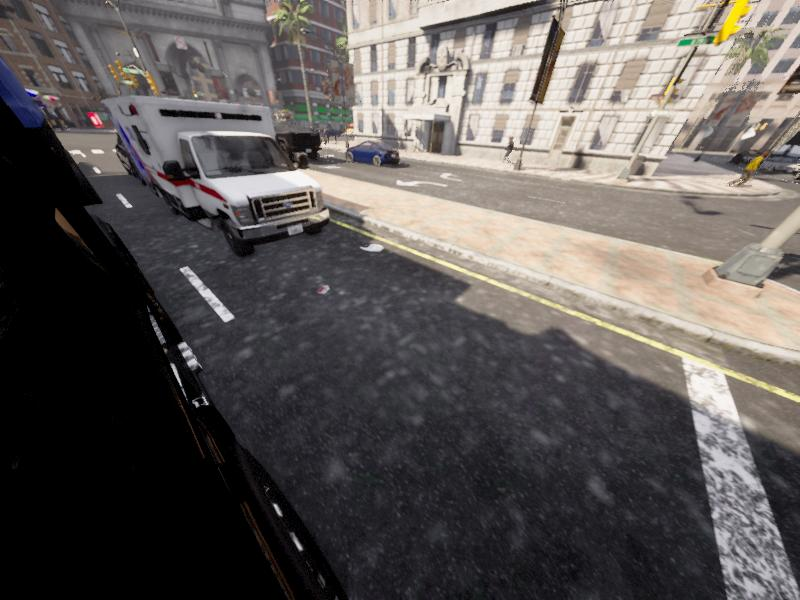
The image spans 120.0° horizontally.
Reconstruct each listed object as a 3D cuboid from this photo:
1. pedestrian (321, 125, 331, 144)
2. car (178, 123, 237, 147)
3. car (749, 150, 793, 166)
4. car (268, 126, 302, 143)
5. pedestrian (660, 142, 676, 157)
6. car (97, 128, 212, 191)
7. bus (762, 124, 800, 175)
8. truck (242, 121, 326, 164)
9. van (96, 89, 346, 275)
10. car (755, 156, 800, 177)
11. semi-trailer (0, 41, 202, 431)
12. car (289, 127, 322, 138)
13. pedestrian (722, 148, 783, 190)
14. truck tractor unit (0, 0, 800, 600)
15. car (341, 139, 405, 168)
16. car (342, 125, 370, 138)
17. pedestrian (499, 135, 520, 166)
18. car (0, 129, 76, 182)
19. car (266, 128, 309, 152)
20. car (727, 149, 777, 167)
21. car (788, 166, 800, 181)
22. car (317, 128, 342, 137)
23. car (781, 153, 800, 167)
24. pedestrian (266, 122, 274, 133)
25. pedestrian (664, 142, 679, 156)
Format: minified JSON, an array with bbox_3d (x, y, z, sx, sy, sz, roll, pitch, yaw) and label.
[{"bbox_3d":[-9.058,-20.239,28.258,0.751,1.860,0.751,4,37,2],"label":"pedestrian"},{"bbox_3d":[-19.135,-16.444,23.019,5.027,1.651,2.152,20,40,22],"label":"car"},{"bbox_3d":[52.988,-20.425,33.148,2.007,1.525,4.514,28,44,30],"label":"car"},{"bbox_3d":[-15.472,-22.619,31.507,2.033,1.649,4.856,3,37,2],"label":"car"},{"bbox_3d":[40.478,-22.835,34.974,0.751,1.860,0.751,29,44,30],"label":"pedestrian"},{"bbox_3d":[-10.332,-6.040,9.689,4.856,1.649,2.033,28,44,30],"label":"car"},{"bbox_3d":[44.806,-15.853,24.221,3.944,4.253,10.273,28,44,30],"label":"bus"},{"bbox_3d":[-8.420,-11.464,16.670,6.274,2.098,2.390,28,44,30],"label":"truck"},{"bbox_3d":[-4.441,-3.225,5.648,6.366,2.431,2.351,28,44,30],"label":"van"},{"bbox_3d":[37.617,-13.164,22.631,1.895,1.301,4.718,28,44,30],"label":"car"},{"bbox_3d":[-8.703,-3.606,4.217,14.254,4.402,2.717,28,44,30],"label":"semi-trailer"},{"bbox_3d":[-16.761,-30.003,41.386,2.128,1.511,4.902,28,44,30],"label":"car"},{"bbox_3d":[19.212,-7.187,12.671,0.751,1.860,0.751,16,39,18],"label":"pedestrian"},{"bbox_3d":[-2.645,-0.295,0.351,6.516,4.208,3.053,28,44,30],"label":"truck tractor unit"},{"bbox_3d":[-1.957,-10.451,16.349,4.181,1.385,1.994,28,44,30],"label":"car"},{"bbox_3d":[-9.155,-35.299,48.517,2.150,2.045,5.566,29,44,30],"label":"car"},{"bbox_3d":[8.180,-11.199,17.309,0.751,1.860,0.751,32,45,33],"label":"pedestrian"},{"bbox_3d":[-16.192,-6.320,9.883,5.357,1.411,2.033,28,43,30],"label":"car"},{"bbox_3d":[-10.745,-15.351,22.123,3.988,1.617,1.851,31,45,32],"label":"car"},{"bbox_3d":[44.976,-18.292,29.654,2.242,1.667,4.611,28,44,30],"label":"car"},{"bbox_3d":[32.324,-9.558,17.342,1.812,1.442,4.674,28,44,30],"label":"car"},{"bbox_3d":[-14.481,-34.764,47.954,1.812,1.442,4.674,28,44,30],"label":"car"},{"bbox_3d":[56.146,-19.298,31.960,2.033,1.411,5.357,28,44,30],"label":"car"},{"bbox_3d":[-27.354,-36.396,48.653,0.751,1.860,0.751,0,37,-4],"label":"pedestrian"},{"bbox_3d":[44.693,-24.940,38.064,0.751,1.860,0.751,31,45,32],"label":"pedestrian"}]
